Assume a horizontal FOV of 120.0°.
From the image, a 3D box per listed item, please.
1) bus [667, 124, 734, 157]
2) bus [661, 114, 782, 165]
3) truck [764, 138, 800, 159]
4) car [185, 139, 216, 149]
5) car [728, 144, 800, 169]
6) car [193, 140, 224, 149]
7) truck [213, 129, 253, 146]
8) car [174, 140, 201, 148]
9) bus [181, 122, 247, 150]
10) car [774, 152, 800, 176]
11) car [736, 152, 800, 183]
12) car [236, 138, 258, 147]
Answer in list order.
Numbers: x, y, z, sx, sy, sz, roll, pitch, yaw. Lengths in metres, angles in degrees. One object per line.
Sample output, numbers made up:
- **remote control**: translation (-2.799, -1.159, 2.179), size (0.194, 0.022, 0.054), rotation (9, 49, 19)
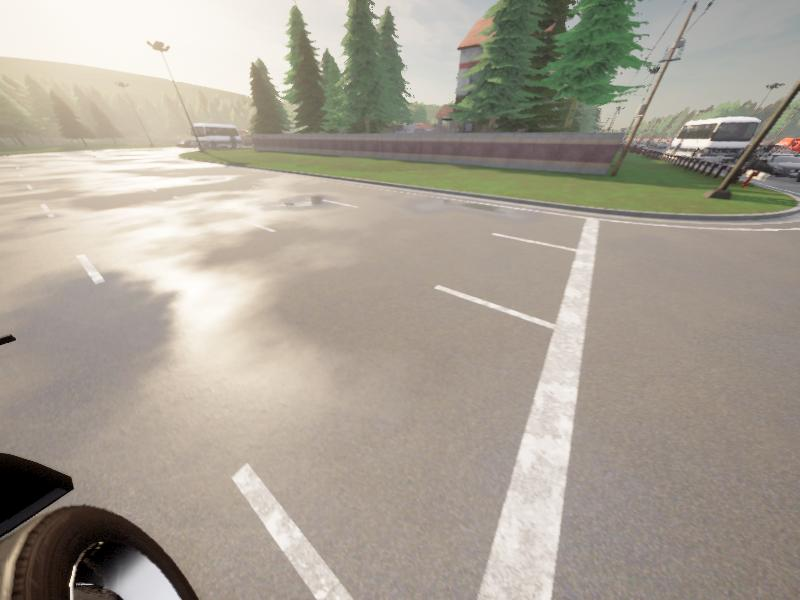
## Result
- **bus**: translation (51.874, -28.064, 40.481), size (3.944, 4.253, 10.273), rotation (22, 42, 27)
- **bus**: translation (37.386, -19.292, 27.915), size (3.944, 4.253, 10.273), rotation (17, 38, 22)
- **truck**: translation (58.961, -22.716, 34.536), size (2.627, 2.467, 5.204), rotation (22, 40, 27)
- **car**: translation (-44.460, -34.960, 51.650), size (2.033, 1.649, 4.856), rotation (6, 36, 7)
- **car**: translation (36.209, -14.486, 23.153), size (1.905, 1.878, 3.866), rotation (14, 38, 19)
- **car**: translation (-41.245, -33.673, 49.946), size (1.801, 1.575, 5.366), rotation (4, 35, 6)
- **truck**: translation (-47.142, -46.183, 65.647), size (2.891, 3.827, 8.468), rotation (11, 37, 15)
- **car**: translation (-47.916, -35.226, 52.136), size (1.816, 1.474, 4.193), rotation (6, 36, 7)
- **bus**: translation (-37.818, -33.860, 47.885), size (3.944, 4.253, 10.273), rotation (4, 35, 6)
- **car**: translation (32.229, -10.488, 17.897), size (1.994, 1.385, 4.181), rotation (22, 41, 28)
- **car**: translation (26.450, -9.342, 16.154), size (1.812, 1.442, 4.674), rotation (22, 40, 27)
- **car**: translation (-41.293, -42.655, 62.395), size (1.932, 1.855, 4.605), rotation (9, 36, 12)
